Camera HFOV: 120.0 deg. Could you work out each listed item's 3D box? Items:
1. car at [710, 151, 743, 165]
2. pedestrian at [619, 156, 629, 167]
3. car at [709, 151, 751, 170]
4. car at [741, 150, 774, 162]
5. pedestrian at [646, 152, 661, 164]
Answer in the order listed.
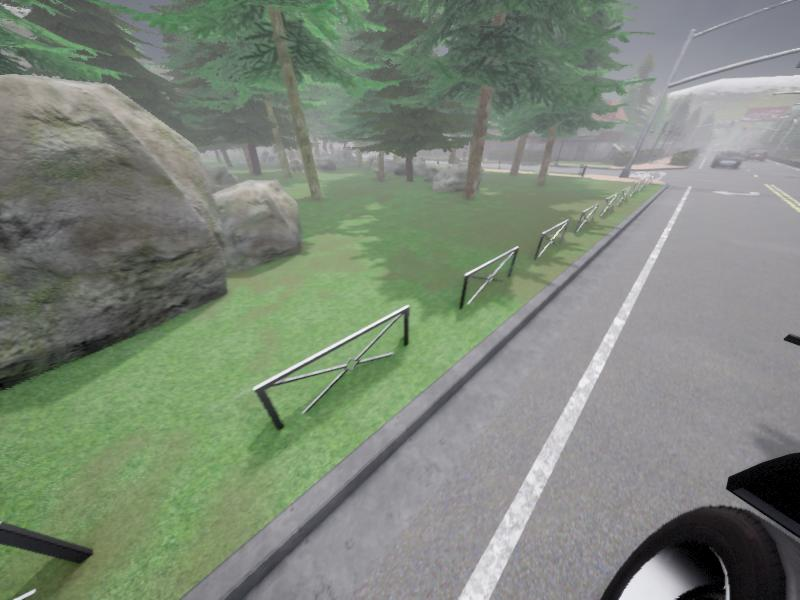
[{"bbox_3d":[45.473,-19.955,32.304,4.902,1.511,2.128,-26,42,-33],"label":"car"},{"bbox_3d":[27.411,-16.946,28.240,0.500,1.100,0.500,22,40,29],"label":"pedestrian"},{"bbox_3d":[36.999,-15.776,26.013,4.856,1.649,2.033,-27,42,-33],"label":"car"},{"bbox_3d":[57.269,-23.213,37.133,4.792,1.488,2.163,-27,42,-33],"label":"car"},{"bbox_3d":[32.669,-18.308,29.774,0.751,1.300,0.751,-26,42,-33],"label":"pedestrian"}]
